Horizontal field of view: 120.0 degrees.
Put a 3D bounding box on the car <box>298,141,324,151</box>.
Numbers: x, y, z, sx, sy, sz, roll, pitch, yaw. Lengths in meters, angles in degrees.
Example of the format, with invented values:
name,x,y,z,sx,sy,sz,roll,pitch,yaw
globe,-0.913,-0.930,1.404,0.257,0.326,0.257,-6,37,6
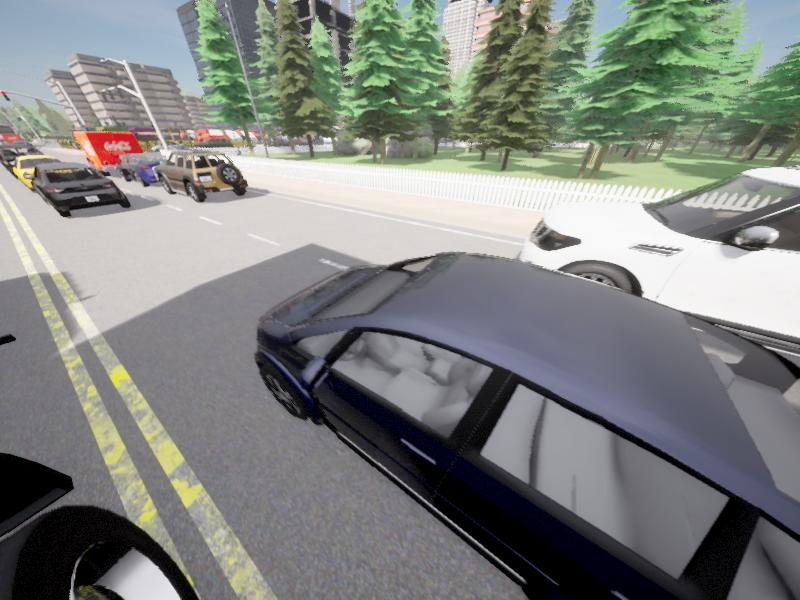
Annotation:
name,x,y,z,sx,sy,sz,roll,pitch,yaw
car,-18.289,-31.736,47.498,2.007,1.525,4.514,20,40,25

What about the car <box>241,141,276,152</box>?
name,x,y,z,sx,sy,sz,roll,pitch,yaw
car,-26.073,-28.379,42.669,2.038,1.542,4.974,20,40,25

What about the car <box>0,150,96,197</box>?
name,x,y,z,sx,sy,sz,roll,pitch,yaw
car,-17.817,-6.481,11.605,5.366,1.575,1.801,21,40,27

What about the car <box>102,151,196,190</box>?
name,x,y,z,sx,sy,sz,roll,pitch,yaw
car,-14.333,-7.519,13.193,4.792,1.488,2.163,21,40,27

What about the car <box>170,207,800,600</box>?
name,x,y,z,sx,sy,sz,roll,pitch,yaw
car,0.425,0.513,1.843,3.705,1.549,1.789,21,40,27

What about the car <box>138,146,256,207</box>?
name,x,y,z,sx,sy,sz,roll,pitch,yaw
car,-8.877,-5.594,10.158,4.605,1.855,1.932,21,40,27

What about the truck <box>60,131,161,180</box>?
name,x,y,z,sx,sy,sz,roll,pitch,yaw
truck,-19.658,-9.963,15.761,5.204,2.467,2.627,21,40,27

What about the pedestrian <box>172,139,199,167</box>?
name,x,y,z,sx,sy,sz,roll,pitch,yaw
pedestrian,-17.407,-11.891,18.739,0.751,1.860,0.751,21,40,27

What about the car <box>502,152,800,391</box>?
name,x,y,z,sx,sy,sz,roll,pitch,yaw
car,4.667,-0.479,2.856,5.566,2.045,2.150,21,40,27

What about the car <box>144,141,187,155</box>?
name,x,y,z,sx,sy,sz,roll,pitch,yaw
car,-35.807,-23.339,35.373,1.851,1.617,3.988,22,40,27

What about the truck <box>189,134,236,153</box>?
name,x,y,z,sx,sy,sz,roll,pitch,yaw
truck,-32.152,-26.970,39.822,2.627,2.467,5.204,20,39,25

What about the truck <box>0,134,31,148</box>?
name,x,y,z,sx,sy,sz,roll,pitch,yaw
truck,-82.747,-34.114,49.550,5.204,2.467,2.627,21,40,27

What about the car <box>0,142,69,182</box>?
name,x,y,z,sx,sy,sz,roll,pitch,yaw
car,-23.700,-8.855,14.672,4.605,1.855,1.932,21,40,27

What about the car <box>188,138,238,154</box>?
name,x,y,z,sx,sy,sz,roll,pitch,yaw
car,-30.011,-24.962,37.340,2.150,2.045,5.566,20,40,25

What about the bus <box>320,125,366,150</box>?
name,x,y,z,sx,sy,sz,roll,pitch,yaw
bus,-12.983,-37.866,53.868,3.944,4.253,10.273,20,40,25

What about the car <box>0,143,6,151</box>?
name,x,y,z,sx,sy,sz,roll,pitch,yaw
car,-71.137,-26.839,40.199,4.514,1.525,2.007,21,40,27

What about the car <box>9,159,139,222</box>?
name,x,y,z,sx,sy,sz,roll,pitch,yaw
car,-11.985,-4.204,8.511,4.193,1.474,1.816,21,40,27
